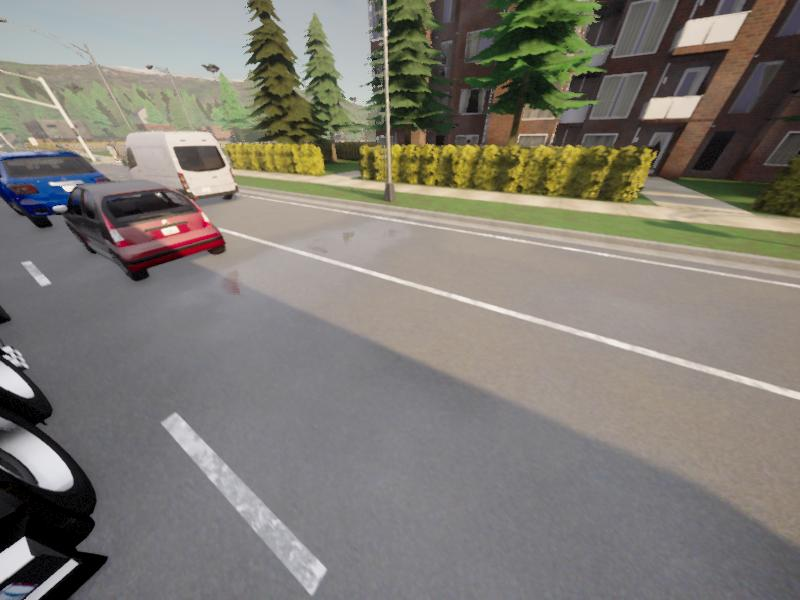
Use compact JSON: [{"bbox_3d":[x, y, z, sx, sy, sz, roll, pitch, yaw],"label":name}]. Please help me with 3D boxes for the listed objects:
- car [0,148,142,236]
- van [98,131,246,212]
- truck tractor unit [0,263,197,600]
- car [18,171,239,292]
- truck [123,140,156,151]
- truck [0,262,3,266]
[{"bbox_3d":[-12.250,-4.055,8.125,5.566,2.045,2.150,18,39,24],"label":"car"},{"bbox_3d":[-10.042,-5.852,10.254,5.915,2.561,1.988,18,39,24],"label":"van"},{"bbox_3d":[-5.120,-0.288,0.793,6.516,4.208,3.053,18,39,25],"label":"truck tractor unit"},{"bbox_3d":[-6.084,-1.847,5.292,3.988,1.617,1.851,18,39,25],"label":"car"},{"bbox_3d":[-73.886,-44.016,65.569,2.627,2.467,5.204,18,39,25],"label":"truck"},{"bbox_3d":[-13.328,-2.829,4.817,8.468,3.827,2.891,18,39,24],"label":"truck"}]
